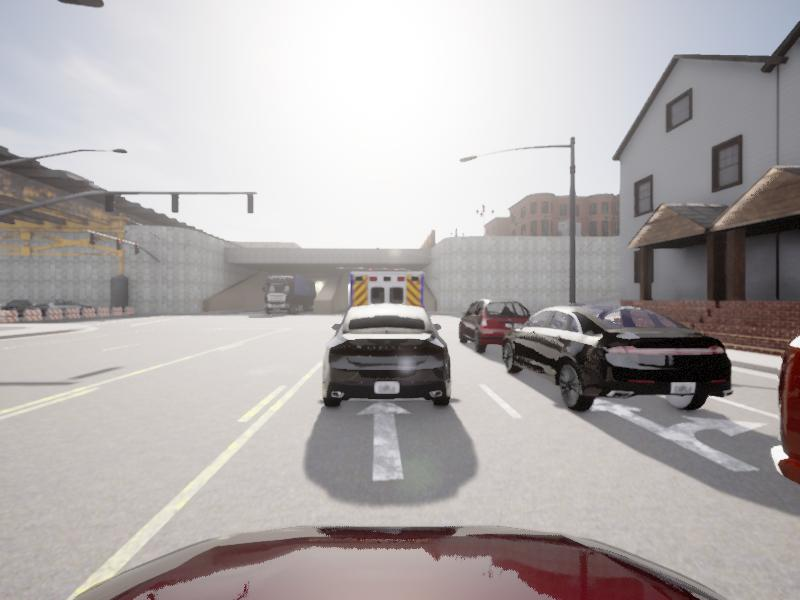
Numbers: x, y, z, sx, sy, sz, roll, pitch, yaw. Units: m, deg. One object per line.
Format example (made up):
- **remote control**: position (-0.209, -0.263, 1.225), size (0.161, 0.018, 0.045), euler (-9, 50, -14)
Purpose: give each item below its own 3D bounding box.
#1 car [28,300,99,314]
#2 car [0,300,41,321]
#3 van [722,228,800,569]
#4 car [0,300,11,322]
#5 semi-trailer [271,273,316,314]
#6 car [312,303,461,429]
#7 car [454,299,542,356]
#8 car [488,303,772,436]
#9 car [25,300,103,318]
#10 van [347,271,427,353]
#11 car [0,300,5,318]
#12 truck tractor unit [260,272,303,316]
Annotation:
- **car**: position (-30.223, 0.572, 36.091), size (1.853, 1.218, 4.536), euler (0, 0, 27)
- **car**: position (-29.230, 0.739, 30.801), size (2.038, 1.542, 4.974), euler (0, 0, -38)
- **van**: position (3.481, 0.564, 0.726), size (2.069, 2.038, 4.480), euler (0, -1, -2)
- **car**: position (-29.063, 0.746, 26.195), size (2.038, 1.542, 4.974), euler (0, 0, 42)
- **semi-trailer**: position (-12.900, -0.709, 50.088), size (2.717, 4.402, 14.254), euler (0, 0, -4)
- **car**: position (-0.242, 0.832, 7.363), size (1.837, 1.490, 4.892), euler (0, 0, -2)
- **car**: position (3.063, 0.766, 13.346), size (1.851, 1.617, 3.988), euler (0, 0, -2)
- **car**: position (3.261, 0.824, 7.154), size (2.128, 1.511, 4.902), euler (0, 0, -2)
- **car**: position (-30.200, 0.729, 36.138), size (2.038, 1.542, 4.974), euler (0, 0, 27)
- **van**: position (-0.495, 0.352, 15.062), size (2.351, 2.431, 6.366), euler (0, 0, -2)
- **car**: position (-29.098, 0.589, 26.156), size (1.853, 1.218, 4.536), euler (0, 0, 42)
- **truck tractor unit**: position (-12.328, -0.594, 42.193), size (3.053, 4.208, 6.516), euler (0, 0, -5)
